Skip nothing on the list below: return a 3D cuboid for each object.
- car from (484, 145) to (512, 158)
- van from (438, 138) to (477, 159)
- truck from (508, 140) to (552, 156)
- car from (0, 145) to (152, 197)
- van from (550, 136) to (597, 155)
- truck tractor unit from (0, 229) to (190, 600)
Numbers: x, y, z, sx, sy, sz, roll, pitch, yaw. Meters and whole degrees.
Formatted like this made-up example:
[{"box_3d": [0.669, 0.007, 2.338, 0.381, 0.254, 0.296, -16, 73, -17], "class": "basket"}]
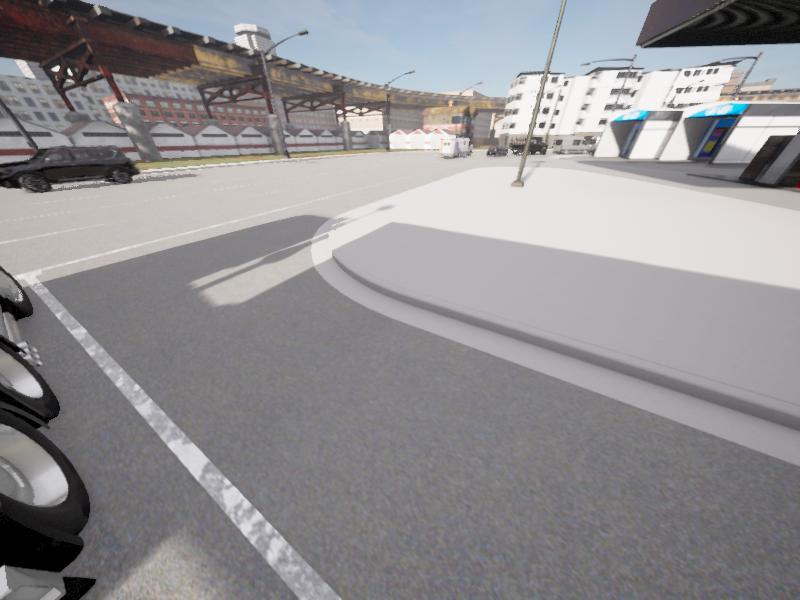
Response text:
[{"box_3d": [14.736, -22.410, 34.725, 3.633, 1.501, 1.845, -24, 41, -30], "class": "car"}, {"box_3d": [8.477, -22.332, 33.877, 2.351, 2.431, 6.366, 28, 44, 34], "class": "van"}, {"box_3d": [21.115, -24.741, 37.522, 6.274, 2.098, 2.390, -15, 38, -20], "class": "truck"}, {"box_3d": [-19.012, -7.688, 13.402, 2.150, 2.045, 5.566, 18, 39, 23], "class": "car"}, {"box_3d": [29.244, -26.123, 39.057, 5.915, 2.561, 1.988, -6, 35, -8], "class": "van"}, {"box_3d": [-5.049, -0.358, 0.862, 6.516, 4.208, 3.053, 21, 40, 27], "class": "truck tractor unit"}]
